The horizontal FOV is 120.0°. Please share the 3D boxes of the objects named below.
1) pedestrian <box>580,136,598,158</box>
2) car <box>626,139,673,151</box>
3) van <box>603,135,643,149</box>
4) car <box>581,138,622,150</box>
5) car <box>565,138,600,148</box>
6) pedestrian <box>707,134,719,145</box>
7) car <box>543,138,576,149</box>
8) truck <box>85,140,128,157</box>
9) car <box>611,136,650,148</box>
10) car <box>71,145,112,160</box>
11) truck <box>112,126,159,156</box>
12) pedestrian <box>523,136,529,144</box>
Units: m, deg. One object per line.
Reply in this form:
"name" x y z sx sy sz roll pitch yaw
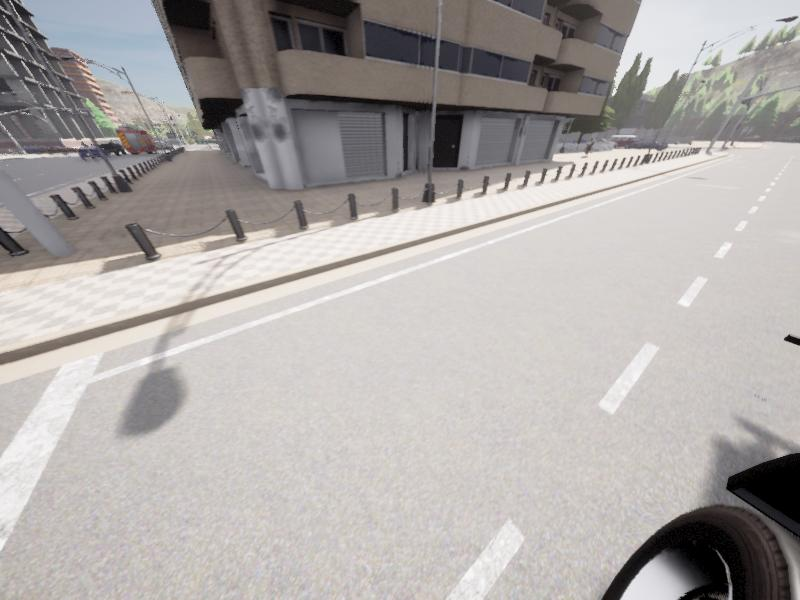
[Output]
"pedestrian" 20.011 -16.166 24.445 0.751 1.860 0.751 -29 44 -34
"car" 40.161 -25.021 37.291 1.812 1.442 4.674 -21 40 -26
"van" 40.369 -28.687 41.940 2.069 2.038 4.480 -22 41 -28
"car" 36.323 -28.315 41.837 2.152 1.651 5.027 -22 41 -27
"car" 36.609 -31.592 46.524 1.882 1.535 5.008 -22 41 -27
"pedestrian" 66.048 -33.928 48.795 0.751 1.860 0.751 -26 43 -32
"car" 32.196 -31.720 46.694 2.033 1.649 4.856 -22 41 -27
"truck" -46.170 -24.041 36.552 2.390 2.098 6.274 -22 41 -27
"car" 44.063 -30.261 44.240 1.932 1.855 4.605 -22 41 -27
"car" -41.745 -20.125 31.451 1.882 1.535 5.008 -22 41 -27
"truck" -45.204 -27.456 39.858 2.891 3.827 8.468 -22 41 -28
"pedestrian" 36.263 -46.072 66.353 0.751 1.860 0.751 -14 37 -18
